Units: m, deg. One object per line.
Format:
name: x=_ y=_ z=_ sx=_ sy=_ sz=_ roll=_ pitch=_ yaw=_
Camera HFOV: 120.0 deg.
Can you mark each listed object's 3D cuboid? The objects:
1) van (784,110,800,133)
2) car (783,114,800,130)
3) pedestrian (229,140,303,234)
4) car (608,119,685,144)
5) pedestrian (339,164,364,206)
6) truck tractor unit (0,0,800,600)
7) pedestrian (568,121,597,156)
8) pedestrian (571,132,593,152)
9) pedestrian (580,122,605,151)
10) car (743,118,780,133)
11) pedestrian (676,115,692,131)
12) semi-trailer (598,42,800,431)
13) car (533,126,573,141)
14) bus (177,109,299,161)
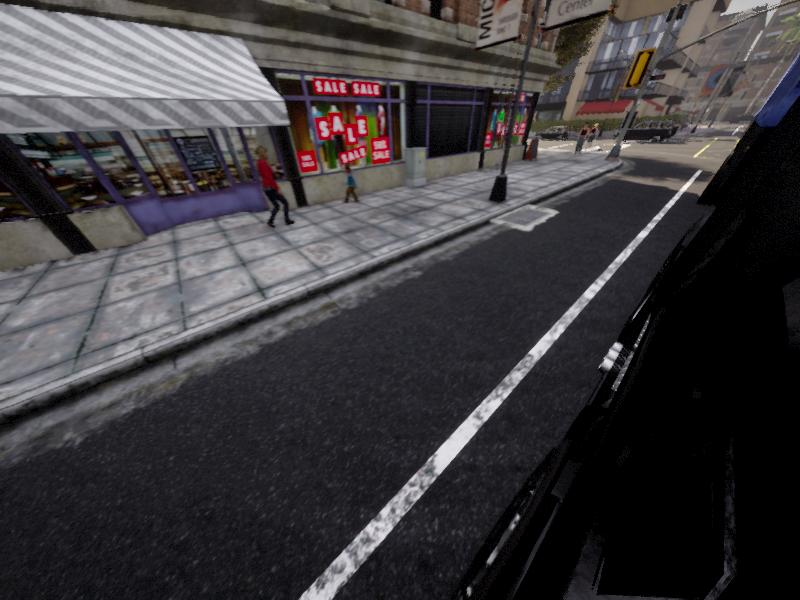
van: x=49.219 y=-21.659 z=27.597 sx=6.366 sy=2.431 sz=2.351 roll=-28 pitch=44 yaw=-30
car: x=55.099 y=-24.467 z=31.662 sx=4.856 sy=1.649 sz=2.033 roll=-28 pitch=44 yaw=-30
pedestrian: x=-3.126 y=-2.688 z=5.558 sx=0.751 sy=1.860 sz=0.751 roll=27 pitch=46 yaw=34
car: x=24.173 y=-16.674 z=22.882 sx=1.932 sy=1.855 sz=4.605 roll=-28 pitch=44 yaw=-30
pedestrian: x=-1.559 y=-3.696 z=7.443 sx=0.500 sy=1.100 sz=0.500 roll=-17 pitch=39 yaw=-18
truck tractor unit: x=2.645 y=-0.295 z=0.351 sx=6.516 sy=4.208 sz=3.053 roll=-28 pitch=44 yaw=-30
pedestrian: x=12.103 y=-10.717 z=15.367 sx=0.751 sy=1.860 sz=0.751 roll=-29 pitch=44 yaw=-31
pedestrian: x=14.616 y=-12.699 z=18.584 sx=0.751 sy=1.300 sz=0.751 roll=-25 pitch=42 yaw=-27
pedestrian: x=15.995 y=-13.584 z=19.216 sx=0.751 sy=1.860 sz=0.751 roll=-25 pitch=42 yaw=-27
car: x=46.634 y=-22.601 z=29.866 sx=5.357 sy=1.411 sz=2.033 roll=-28 pitch=44 yaw=-30
pedestrian: x=41.929 y=-26.095 z=34.119 sx=0.751 sy=1.860 sz=0.751 roll=-28 pitch=44 yaw=-30
semi-trailer: x=8.699 y=-3.598 z=4.238 sx=14.254 sy=4.402 sz=2.717 roll=-28 pitch=44 yaw=-30
car: x=20.419 y=-22.299 z=30.935 sx=1.970 sy=1.475 sz=3.806 roll=-28 pitch=44 yaw=-30
bus: x=-18.074 y=-19.215 z=26.773 sx=10.273 sy=4.253 sz=3.944 roll=-28 pitch=44 yaw=-30
